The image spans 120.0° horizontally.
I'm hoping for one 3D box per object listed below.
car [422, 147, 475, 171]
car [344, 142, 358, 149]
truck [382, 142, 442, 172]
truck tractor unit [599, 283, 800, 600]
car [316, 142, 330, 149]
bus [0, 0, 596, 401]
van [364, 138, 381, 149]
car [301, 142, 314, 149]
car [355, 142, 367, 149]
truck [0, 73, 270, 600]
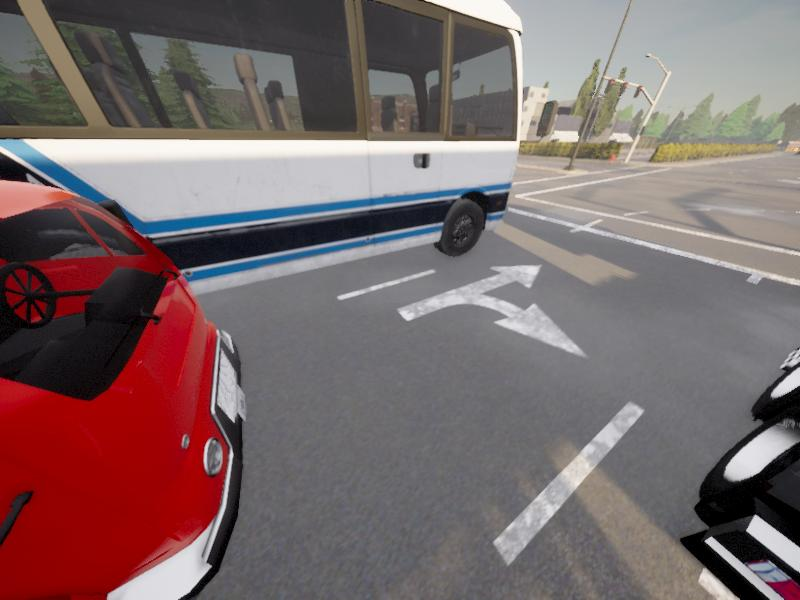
[{"bbox_3d":[4.484,-13.774,22.433,2.152,1.651,5.027,-19,39,-25],"label":"car"},{"bbox_3d":[-14.263,-44.797,66.903,2.038,1.542,4.974,-18,39,-25],"label":"car"},{"bbox_3d":[0.874,-13.540,21.642,2.390,2.098,6.274,-19,39,-25],"label":"truck"},{"bbox_3d":[5.147,-0.262,0.735,6.516,4.208,3.053,-17,39,-23],"label":"truck tractor unit"},{"bbox_3d":[-21.180,-42.571,63.547,2.033,1.649,4.856,-18,39,-25],"label":"car"},{"bbox_3d":[-2.405,-2.572,3.961,10.273,4.253,3.944,-18,39,-25],"label":"bus"},{"bbox_3d":[-8.406,-47.340,69.834,2.351,2.431,6.366,-18,39,-25],"label":"van"},{"bbox_3d":[-25.746,-43.036,64.256,2.038,1.542,4.974,-18,39,-25],"label":"car"},{"bbox_3d":[-11.631,-46.134,68.928,1.812,1.442,4.674,-18,39,-25],"label":"car"},{"bbox_3d":[-3.615,0.946,0.444,5.204,2.467,2.627,-18,39,-25],"label":"truck"}]
